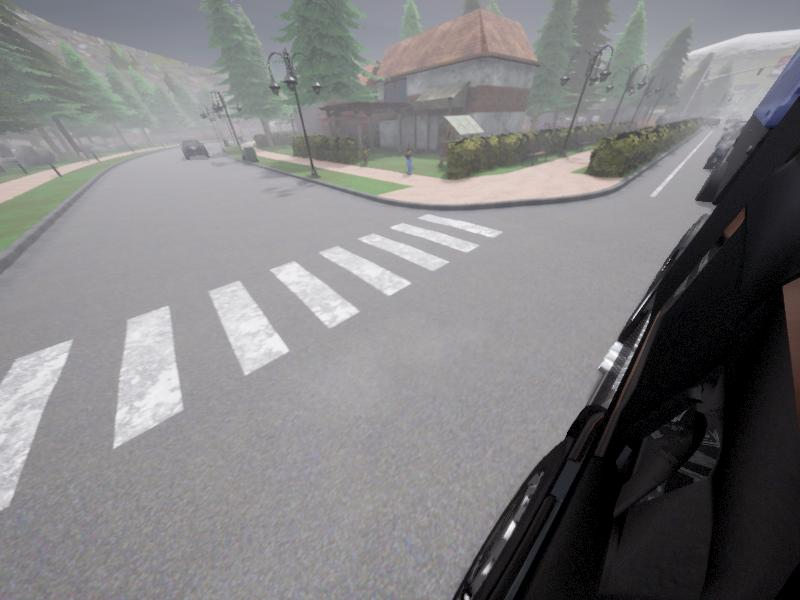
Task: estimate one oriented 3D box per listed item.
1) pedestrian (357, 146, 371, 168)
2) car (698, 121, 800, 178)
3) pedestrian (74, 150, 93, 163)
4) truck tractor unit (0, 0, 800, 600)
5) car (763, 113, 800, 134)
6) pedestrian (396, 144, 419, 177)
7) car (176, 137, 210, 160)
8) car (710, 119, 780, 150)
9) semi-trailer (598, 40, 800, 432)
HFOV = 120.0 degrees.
[{"bbox_3d":[-2.238,-8.919,14.375,0.500,1.100,0.500,-30,45,-32],"label":"pedestrian"},{"bbox_3d":[15.680,-6.884,10.368,4.856,1.649,2.033,-30,45,-31],"label":"car"},{"bbox_3d":[-31.325,-14.207,22.863,0.500,1.100,0.500,-17,40,-19],"label":"pedestrian"},{"bbox_3d":[2.645,-0.295,0.351,6.516,4.208,3.053,-28,44,-30],"label":"truck tractor unit"},{"bbox_3d":[42.067,-19.142,25.012,4.611,1.667,2.242,-30,45,-31],"label":"car"},{"bbox_3d":[0.380,-6.888,11.427,0.751,1.300,0.751,28,47,34],"label":"pedestrian"},{"bbox_3d":[-22.791,-16.784,25.499,2.097,1.767,4.553,-25,43,-27],"label":"car"},{"bbox_3d":[24.589,-11.933,16.614,4.902,1.511,2.128,-30,45,-31],"label":"car"},{"bbox_3d":[8.667,-3.653,4.218,14.254,4.402,2.717,-29,45,-30],"label":"semi-trailer"}]
